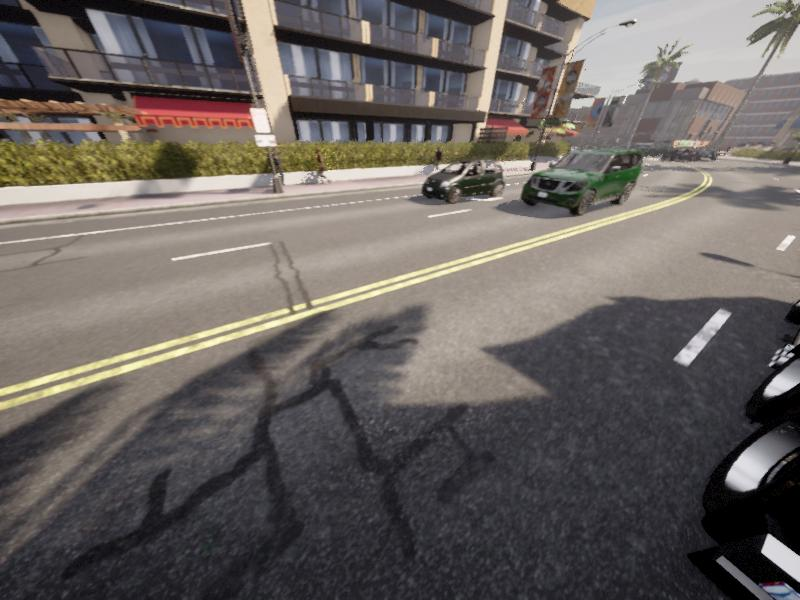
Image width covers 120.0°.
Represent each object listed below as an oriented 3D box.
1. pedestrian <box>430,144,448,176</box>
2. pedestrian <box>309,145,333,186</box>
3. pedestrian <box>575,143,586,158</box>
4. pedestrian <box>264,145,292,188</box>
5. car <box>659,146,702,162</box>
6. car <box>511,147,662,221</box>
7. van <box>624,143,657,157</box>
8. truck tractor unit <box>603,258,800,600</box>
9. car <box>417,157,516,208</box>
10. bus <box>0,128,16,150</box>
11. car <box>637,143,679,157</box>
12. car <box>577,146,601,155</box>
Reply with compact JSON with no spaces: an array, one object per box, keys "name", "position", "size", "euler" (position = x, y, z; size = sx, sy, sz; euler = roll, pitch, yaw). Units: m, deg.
[{"name":"pedestrian","position":[2.781,-10.025,16.552],"size":[0.751,1.860,0.751],"euler":[-20,39,-26]},{"name":"pedestrian","position":[-4.275,-7.308,12.579],"size":[0.751,1.860,0.751],"euler":[-21,40,-27]},{"name":"pedestrian","position":[27.586,-22.932,35.357],"size":[0.751,1.860,0.751],"euler":[20,39,26]},{"name":"pedestrian","position":[-6.307,-6.955,12.054],"size":[0.751,1.860,0.751],"euler":[-11,36,-15]},{"name":"car","position":[39.824,-20.873,32.958],"size":[2.242,1.667,4.611],"euler":[17,38,22]},{"name":"car","position":[7.512,-4.892,9.336],"size":[5.566,2.045,2.150],"euler":[-19,39,-26]},{"name":"van","position":[44.012,-27.616,42.432],"size":[1.775,1.987,4.442],"euler":[8,35,11]},{"name":"truck tractor unit","position":[5.103,-0.308,0.800],"size":[6.516,4.208,3.053],"euler":[-19,39,-25]},{"name":"car","position":[2.976,-5.504,10.568],"size":[3.988,1.617,1.851],"euler":[-19,39,-25]},{"name":"bus","position":[-93.361,-35.772,51.105],"size":[3.944,4.253,10.273],"euler":[-19,39,-25]},{"name":"car","position":[47.845,-28.078,43.086],"size":[2.150,2.045,5.566],"euler":[6,35,8]},{"name":"car","position":[37.909,-30.069,46.372],"size":[1.970,1.475,3.806],"euler":[5,35,7]}]
